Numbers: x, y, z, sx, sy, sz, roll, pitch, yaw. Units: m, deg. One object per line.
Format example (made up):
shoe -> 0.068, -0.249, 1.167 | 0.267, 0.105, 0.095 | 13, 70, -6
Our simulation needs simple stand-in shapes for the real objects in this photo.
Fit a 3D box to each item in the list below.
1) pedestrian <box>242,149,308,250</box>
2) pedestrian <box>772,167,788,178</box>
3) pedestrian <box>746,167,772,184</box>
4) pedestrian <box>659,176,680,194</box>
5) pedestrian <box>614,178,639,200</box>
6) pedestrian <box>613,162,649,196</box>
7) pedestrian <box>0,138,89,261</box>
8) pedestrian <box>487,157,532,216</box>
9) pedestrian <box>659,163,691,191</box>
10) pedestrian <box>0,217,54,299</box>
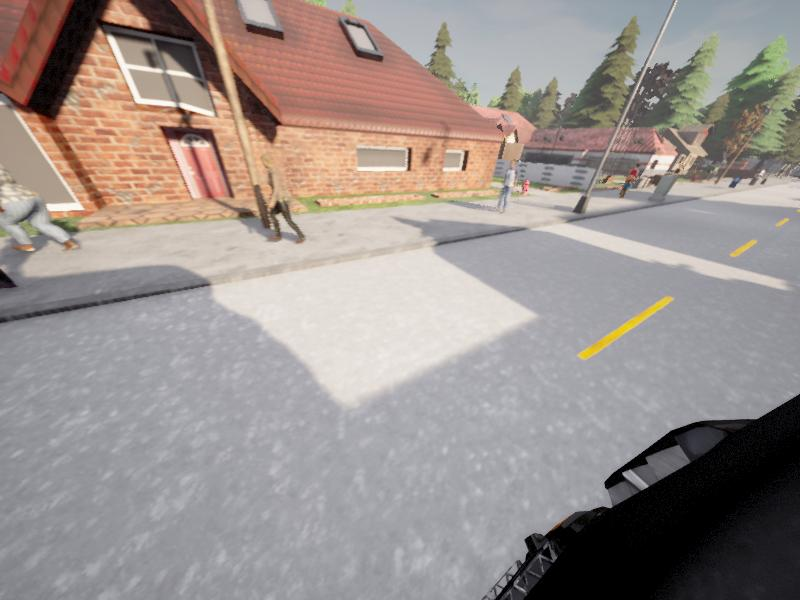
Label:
pedestrian -> -2.568, -2.121, 4.984 | 0.751, 1.860, 0.751 | -7, 35, -14
pedestrian -> 75.880, -25.370, 46.111 | 0.751, 1.860, 0.751 | -11, 36, -21
pedestrian -> 45.705, -15.879, 29.472 | 0.751, 1.860, 0.751 | 18, 36, 21
pedestrian -> 19.649, -8.402, 16.862 | 0.500, 1.100, 0.500 | -19, 40, -29
pedestrian -> 13.119, -6.431, 13.386 | 0.500, 1.100, 0.500 | -18, 39, -29
pedestrian -> 14.990, -7.884, 15.026 | 0.751, 1.860, 0.751 | -17, 38, -27
pedestrian -> -6.873, -1.725, 4.042 | 0.751, 1.860, 0.751 | -8, 35, -16
pedestrian -> 4.042, -4.229, 8.672 | 0.751, 1.860, 0.751 | -15, 38, -25
pedestrian -> 22.199, -9.934, 18.676 | 0.751, 1.860, 0.751 | -15, 38, -25
pedestrian -> -5.987, -0.933, 2.930 | 0.751, 1.860, 0.751 | 0, 34, -5
